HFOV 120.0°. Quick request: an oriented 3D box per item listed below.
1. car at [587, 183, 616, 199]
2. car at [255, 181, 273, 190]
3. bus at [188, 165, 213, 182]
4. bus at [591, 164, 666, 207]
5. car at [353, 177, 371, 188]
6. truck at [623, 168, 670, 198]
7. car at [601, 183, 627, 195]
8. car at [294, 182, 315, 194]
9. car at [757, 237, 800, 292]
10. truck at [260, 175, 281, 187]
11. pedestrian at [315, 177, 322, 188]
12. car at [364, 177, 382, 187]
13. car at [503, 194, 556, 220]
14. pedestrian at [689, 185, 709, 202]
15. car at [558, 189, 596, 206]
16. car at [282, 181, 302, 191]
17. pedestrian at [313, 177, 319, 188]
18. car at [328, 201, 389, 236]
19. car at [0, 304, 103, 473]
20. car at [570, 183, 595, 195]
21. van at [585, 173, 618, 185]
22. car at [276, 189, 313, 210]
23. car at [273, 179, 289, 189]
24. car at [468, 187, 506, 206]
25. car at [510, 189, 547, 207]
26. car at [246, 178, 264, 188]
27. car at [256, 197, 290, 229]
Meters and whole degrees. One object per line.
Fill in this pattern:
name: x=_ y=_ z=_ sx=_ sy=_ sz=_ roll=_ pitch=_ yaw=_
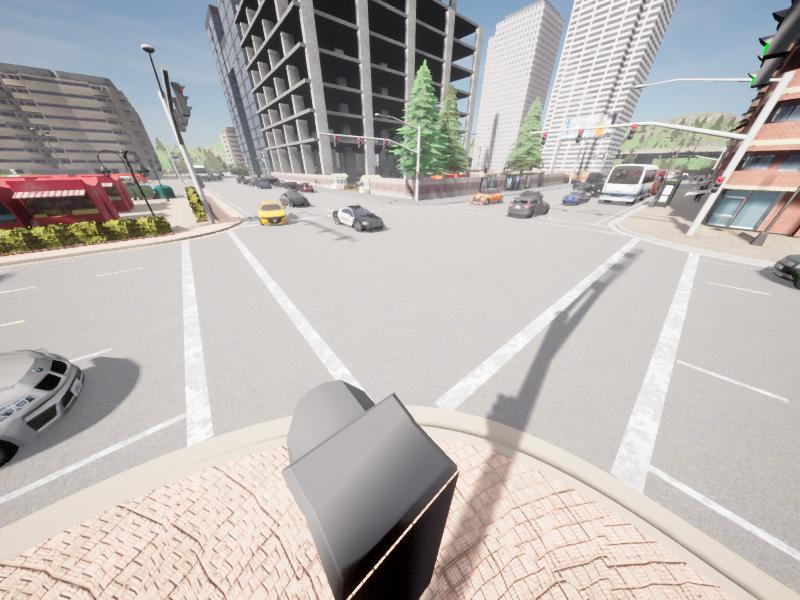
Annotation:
car: x=29.977 y=-16.310 z=34.363 sx=3.866 sy=1.878 sz=1.905 roll=-23 pitch=37 yaw=-34
car: x=-27.697 y=-23.301 z=46.885 sx=1.994 sy=1.385 sz=4.181 roll=-23 pitch=37 yaw=-34
bus: x=-62.415 y=-39.577 z=72.183 sx=3.944 sy=4.253 sz=10.273 roll=-24 pitch=37 yaw=-35
bus: x=29.081 y=-14.753 z=29.311 sx=10.273 sy=4.253 sz=3.944 roll=-23 pitch=37 yaw=-34
car: x=-8.128 y=-24.929 z=48.916 sx=1.905 sy=1.878 sz=3.866 roll=-23 pitch=37 yaw=-34
truck: x=38.913 y=-18.603 z=36.395 sx=8.468 sy=3.827 sz=2.891 roll=-23 pitch=37 yaw=-34
car: x=36.103 y=-18.722 z=38.890 sx=5.366 sy=1.575 sz=1.801 roll=-23 pitch=37 yaw=-34
car: x=-16.556 y=-19.550 z=40.149 sx=1.851 sy=1.617 sz=3.988 roll=-23 pitch=37 yaw=-34
car: x=16.218 y=-0.903 z=7.905 sx=3.705 sy=1.549 sz=1.789 roll=21 pitch=36 yaw=32
truck: x=-30.214 y=-27.803 z=53.953 sx=2.390 sy=2.098 sz=6.274 roll=-23 pitch=37 yaw=-34
pedestrian: x=-16.907 y=-24.390 z=47.928 sx=0.751 sy=1.860 sz=0.751 roll=-22 pitch=37 yaw=-33
car: x=-5.875 y=-25.875 z=50.553 sx=1.905 sy=1.878 sz=3.866 roll=-23 pitch=37 yaw=-34
car: x=12.131 y=-8.814 z=21.593 sx=4.611 sy=1.667 sz=2.242 roll=-20 pitch=36 yaw=-32
pedestrian: x=37.517 y=-13.408 z=29.015 sx=0.751 sy=1.860 sz=0.751 roll=21 pitch=36 yaw=32
car: x=22.080 y=-12.787 z=28.760 sx=5.357 sy=1.411 sz=2.033 roll=-23 pitch=37 yaw=-34
car: x=-20.828 y=-22.030 z=44.514 sx=1.882 sy=1.535 sz=5.008 roll=-23 pitch=37 yaw=-34
pedestrian: x=-17.142 y=-24.032 z=47.307 sx=0.751 sy=1.860 sz=0.751 roll=-18 pitch=35 yaw=-29
car: x=-3.134 y=-6.172 z=17.136 sx=2.038 sy=1.542 sz=4.974 roll=-23 pitch=37 yaw=-34
car: x=-7.986 y=1.961 z=2.938 sx=4.611 sy=1.667 sz=2.242 roll=-22 pitch=37 yaw=-34
car: x=30.898 y=-18.810 z=39.081 sx=4.892 sy=1.490 sz=1.837 roll=-23 pitch=37 yaw=-33
van: x=53.617 y=-32.418 z=61.572 sx=1.988 sy=2.561 sz=5.915 roll=-22 pitch=37 yaw=-34
car: x=-11.959 y=-11.460 z=26.103 sx=1.930 sy=1.638 sz=5.238 roll=-23 pitch=37 yaw=-34
car: x=-25.198 y=-24.615 z=48.975 sx=1.789 sy=1.549 sz=3.705 roll=-23 pitch=37 yaw=-34
car: x=10.696 y=-12.768 z=28.325 sx=4.553 sy=1.767 sz=2.097 roll=-23 pitch=37 yaw=-34
car: x=15.622 y=-12.414 z=28.014 sx=4.892 sy=1.490 sz=1.837 roll=-23 pitch=37 yaw=-34
car: x=-32.368 y=-26.160 z=51.584 sx=2.152 sy=1.651 sz=5.027 roll=-23 pitch=37 yaw=-34
car: x=-10.479 y=-7.251 z=18.949 sx=1.882 sy=1.535 sz=5.008 roll=-15 pitch=34 yaw=-24
